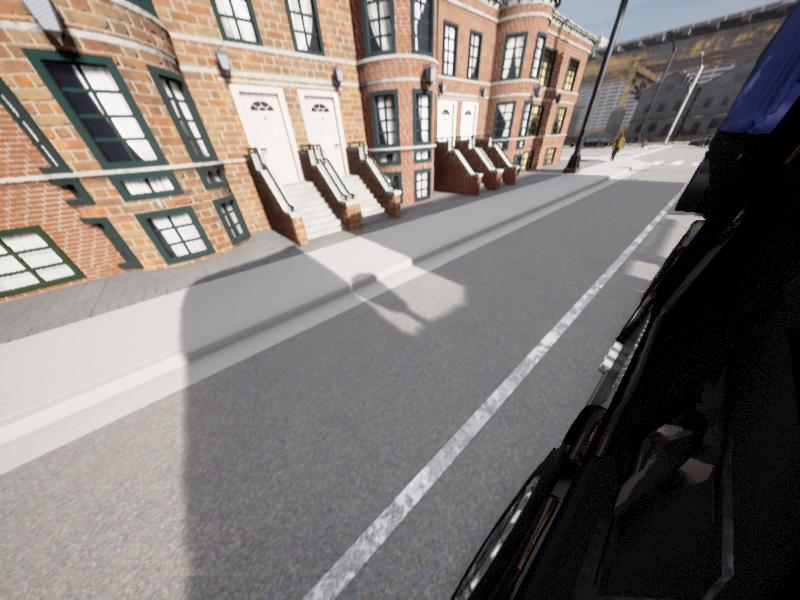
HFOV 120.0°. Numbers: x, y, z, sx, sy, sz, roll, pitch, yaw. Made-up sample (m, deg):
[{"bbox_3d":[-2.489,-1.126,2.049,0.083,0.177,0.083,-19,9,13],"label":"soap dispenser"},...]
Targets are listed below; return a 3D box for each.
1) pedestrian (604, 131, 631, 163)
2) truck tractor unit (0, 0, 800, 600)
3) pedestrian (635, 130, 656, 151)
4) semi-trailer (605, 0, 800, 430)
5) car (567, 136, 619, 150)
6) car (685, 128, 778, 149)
[{"bbox_3d":[15.765,-11.073,16.773,0.751,1.860,0.751,-30,42,-34],"label":"pedestrian"},{"bbox_3d":[2.645,-0.295,0.351,6.516,4.208,3.053,-28,44,-30],"label":"truck tractor unit"},{"bbox_3d":[26.962,-17.480,25.373,0.751,1.860,0.751,-19,37,-22],"label":"pedestrian"},{"bbox_3d":[8.477,-3.653,4.567,14.254,4.402,2.717,-29,42,-33],"label":"semi-trailer"},{"bbox_3d":[28.488,-23.338,34.319,2.033,1.411,5.357,-27,41,-31],"label":"car"},{"bbox_3d":[34.158,-16.771,24.070,2.033,1.411,5.357,-28,41,-31],"label":"car"}]
